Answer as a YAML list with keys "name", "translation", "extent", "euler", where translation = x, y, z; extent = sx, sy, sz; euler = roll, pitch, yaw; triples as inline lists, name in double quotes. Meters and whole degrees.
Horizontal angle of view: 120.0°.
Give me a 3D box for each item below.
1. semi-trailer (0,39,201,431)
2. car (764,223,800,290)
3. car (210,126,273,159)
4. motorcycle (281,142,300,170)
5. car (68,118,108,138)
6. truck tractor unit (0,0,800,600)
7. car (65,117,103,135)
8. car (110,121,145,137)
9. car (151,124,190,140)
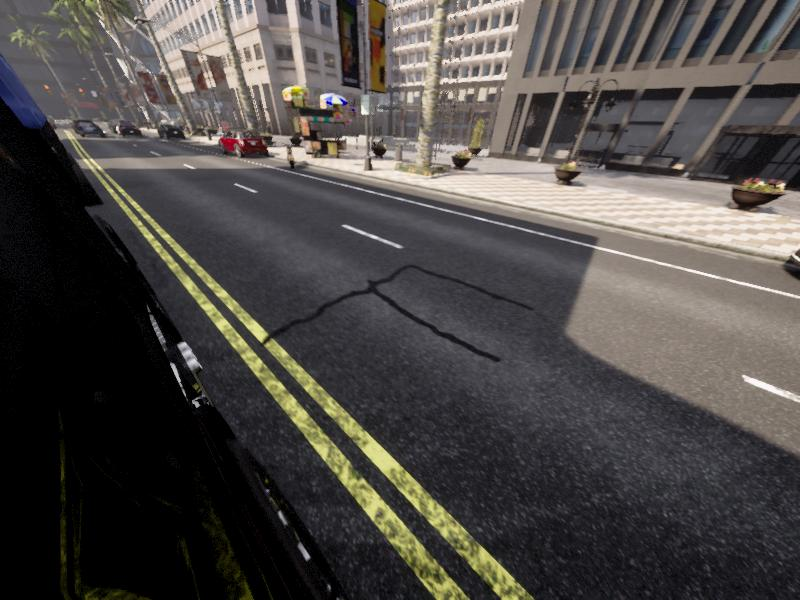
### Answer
- name: "semi-trailer"
  translation: [-8.701, -3.593, 4.241]
  extent: [14.254, 4.402, 2.717]
  euler: [28, 43, 30]
- name: "car"
  translation: [10.205, -0.196, 3.353]
  extent: [4.892, 1.521, 2.231]
  euler: [28, 43, 30]
- name: "car"
  translation: [-12.288, -12.244, 17.906]
  extent: [4.553, 1.767, 2.185]
  euler: [28, 43, 30]
- name: "motorcycle"
  translation: [-6.761, -8.960, 14.318]
  extent: [0.764, 1.277, 2.356]
  euler: [-10, 39, -17]
- name: "car"
  translation: [-36.600, -20.164, 27.106]
  extent: [4.856, 1.649, 2.033]
  euler: [29, 44, 30]
- name: "truck tractor unit"
  translation: [-2.645, -0.295, 0.351]
  extent: [6.516, 4.208, 3.053]
  euler: [28, 44, 30]
- name: "car"
  translation: [-41.788, -22.992, 30.542]
  extent: [4.611, 1.667, 2.242]
  euler: [28, 43, 30]
- name: "car"
  translation: [-35.654, -22.352, 30.208]
  extent: [4.974, 1.542, 2.038]
  euler: [28, 43, 30]
- name: "car"
  translation: [-28.922, -21.181, 29.123]
  extent: [4.792, 1.488, 2.163]
  euler: [28, 43, 30]
